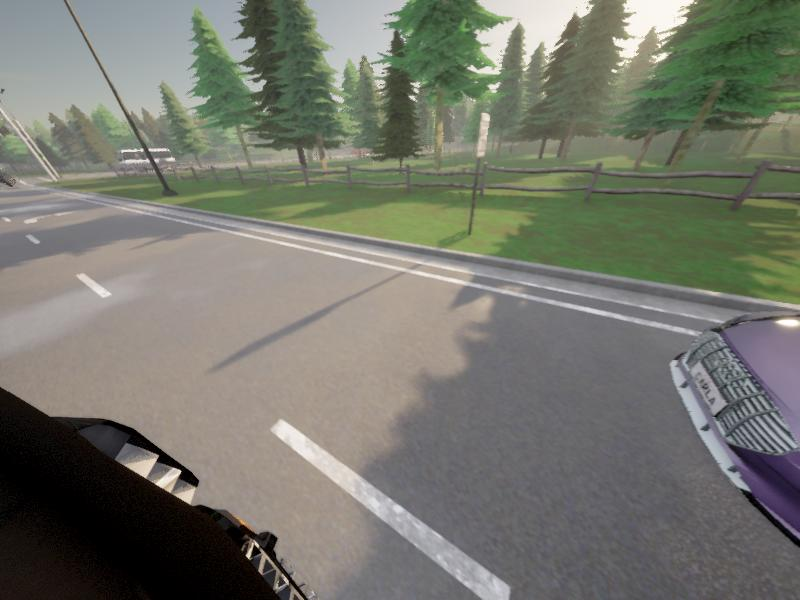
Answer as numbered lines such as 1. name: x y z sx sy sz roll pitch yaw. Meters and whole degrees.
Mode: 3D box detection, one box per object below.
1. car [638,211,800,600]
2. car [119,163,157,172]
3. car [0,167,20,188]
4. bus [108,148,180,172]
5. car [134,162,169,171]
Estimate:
1. car: 4.482 1.051 0.603 4.856 1.649 2.033 16 38 26
2. car: -60.101 -30.424 53.027 2.033 1.411 5.357 15 37 25
3. car: -50.833 -15.339 28.893 5.566 2.045 2.150 24 43 34
4. bus: -61.465 -34.088 56.084 3.944 4.253 10.273 15 37 25
5. car: -56.380 -30.300 52.493 1.837 1.490 4.892 15 37 25
